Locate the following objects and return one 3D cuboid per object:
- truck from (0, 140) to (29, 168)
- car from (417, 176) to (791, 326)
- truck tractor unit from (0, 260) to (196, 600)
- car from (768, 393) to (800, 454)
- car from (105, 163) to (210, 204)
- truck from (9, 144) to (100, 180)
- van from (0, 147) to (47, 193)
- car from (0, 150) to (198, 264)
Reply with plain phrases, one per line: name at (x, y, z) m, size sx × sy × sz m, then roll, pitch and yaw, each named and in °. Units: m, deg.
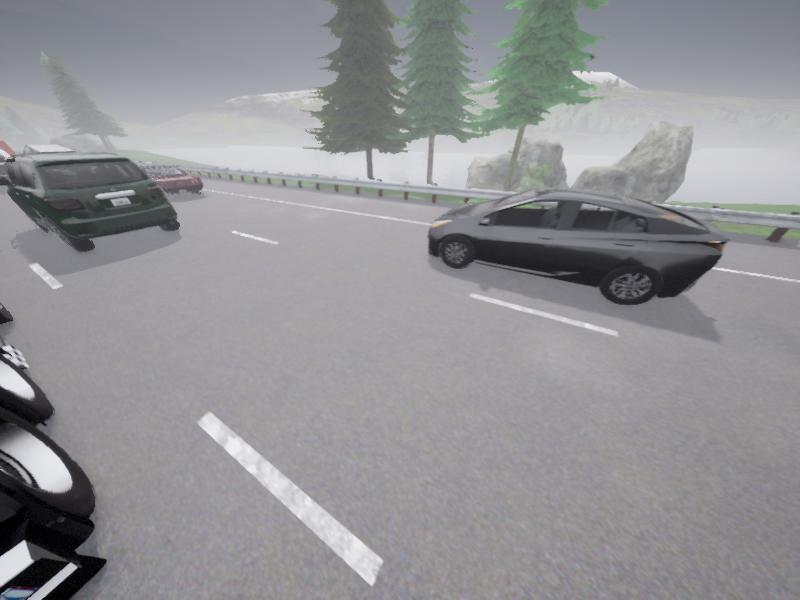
truck at (-44.532, -15.692, 24.803) m, size 5.204 × 2.467 × 2.627 m, roll 9°, pitch 36°, yaw 13°
car at (2.837, -1.363, 4.612) m, size 4.514 × 1.525 × 2.007 m, roll 17°, pitch 39°, yaw 24°
truck tractor unit at (-5.104, -0.307, 0.792) m, size 6.516 × 4.208 × 3.053 m, roll 19°, pitch 39°, yaw 24°
car at (5.428, 1.693, 0.109) m, size 5.027 × 1.651 × 2.152 m, roll 17°, pitch 39°, yaw 24°
car at (-12.091, -5.952, 11.543) m, size 4.718 × 1.301 × 1.895 m, roll 17°, pitch 39°, yaw 24°
truck at (-27.541, -11.145, 18.442) m, size 6.274 × 2.098 × 2.390 m, roll 17°, pitch 39°, yaw 24°
van at (-23.277, -7.492, 13.202) m, size 4.480 × 2.038 × 2.069 m, roll 18°, pitch 39°, yaw 24°
car at (-8.906, -2.972, 6.570) m, size 5.566 × 2.045 × 2.150 m, roll 17°, pitch 39°, yaw 24°
